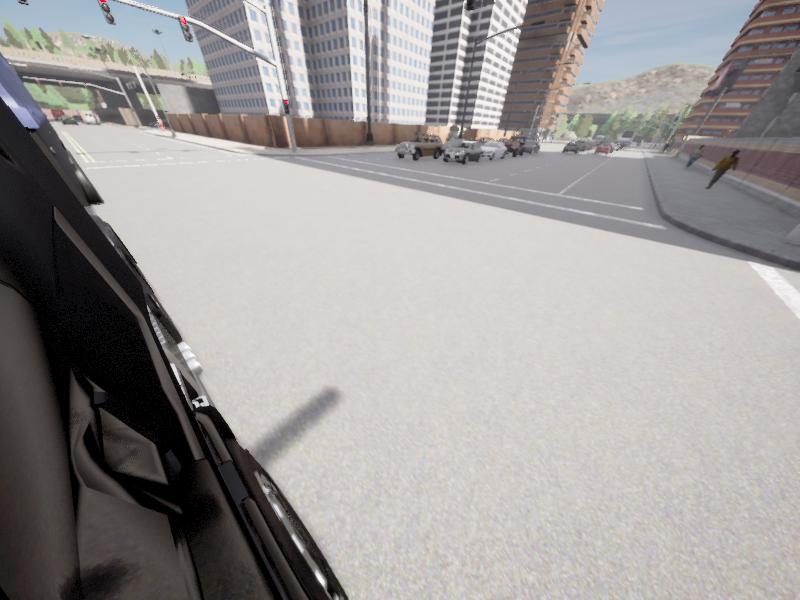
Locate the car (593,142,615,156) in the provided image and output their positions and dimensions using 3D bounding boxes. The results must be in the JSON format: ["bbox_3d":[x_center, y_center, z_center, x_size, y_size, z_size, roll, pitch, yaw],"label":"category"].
[{"bbox_3d":[30.963,-22.941,35.025,1.789,1.549,3.705,28,44,30],"label":"car"}]

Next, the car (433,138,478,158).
[{"bbox_3d":[5.757,-15.699,23.775,2.163,1.488,4.792,28,44,30],"label":"car"}]

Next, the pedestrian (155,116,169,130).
[{"bbox_3d":[-40.091,-29.801,38.953,0.751,1.860,0.751,21,41,23],"label":"pedestrian"}]

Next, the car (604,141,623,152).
[{"bbox_3d":[43.738,-31.497,47.301,2.242,1.667,4.611,29,44,30],"label":"car"}]

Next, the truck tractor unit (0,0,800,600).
[{"bbox_3d":[-2.645,-0.295,0.351,6.516,4.208,3.053,28,44,30],"label":"truck tractor unit"}]

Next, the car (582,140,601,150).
[{"bbox_3d":[39.101,-31.611,47.163,2.007,1.525,4.514,29,44,30],"label":"car"}]

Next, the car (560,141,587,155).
[{"bbox_3d":[26.019,-22.838,34.603,2.128,1.511,4.902,28,44,30],"label":"car"}]

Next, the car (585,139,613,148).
[{"bbox_3d":[52.109,-41.065,60.626,5.366,1.575,1.801,28,44,30],"label":"car"}]

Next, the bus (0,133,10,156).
[{"bbox_3d":[-26.015,-10.141,11.977,10.273,4.253,3.944,28,44,30],"label":"bus"}]

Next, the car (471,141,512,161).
[{"bbox_3d":[9.004,-14.636,22.595,1.812,1.442,4.674,29,44,30],"label":"car"}]

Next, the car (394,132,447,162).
[{"bbox_3d":[1.800,-13.165,19.800,1.932,1.855,4.605,30,45,32],"label":"car"}]

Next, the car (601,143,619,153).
[{"bbox_3d":[38.713,-28.035,42.551,1.895,1.301,4.718,29,44,30],"label":"car"}]

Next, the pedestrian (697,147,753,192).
[{"bbox_3d":[16.387,-6.636,11.741,0.751,1.860,0.751,31,45,32],"label":"pedestrian"}]

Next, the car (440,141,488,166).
[{"bbox_3d":[5.304,-12.158,19.016,1.970,1.475,3.806,29,44,30],"label":"car"}]

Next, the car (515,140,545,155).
[{"bbox_3d":[17.101,-20.081,30.355,1.837,1.490,4.892,29,44,30],"label":"car"}]

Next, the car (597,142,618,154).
[{"bbox_3d":[34.713,-25.424,38.651,1.970,1.475,3.806,28,44,30],"label":"car"}]

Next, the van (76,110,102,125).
[{"bbox_3d":[-69.309,-40.635,51.450,6.366,2.431,2.351,28,44,30],"label":"van"}]

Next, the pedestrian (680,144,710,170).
[{"bbox_3d":[25.565,-12.426,20.069,0.751,1.860,0.751,30,45,32],"label":"pedestrian"}]

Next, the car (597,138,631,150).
[{"bbox_3d":[52.379,-38.377,56.636,5.566,2.045,2.150,28,44,30],"label":"car"}]

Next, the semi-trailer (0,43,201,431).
[{"bbox_3d":[-8.691,-3.612,4.233,14.254,4.402,2.717,28,44,30],"label":"semi-trailer"}]

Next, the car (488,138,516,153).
[{"bbox_3d":[13.957,-21.192,31.653,1.816,1.474,4.193,29,44,30],"label":"car"}]

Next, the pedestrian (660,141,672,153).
[{"bbox_3d":[50.863,-29.232,44.169,0.751,1.860,0.751,28,43,29],"label":"pedestrian"}]

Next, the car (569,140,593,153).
[{"bbox_3d":[30.406,-25.823,38.779,2.033,1.649,4.856,29,44,30],"label":"car"}]

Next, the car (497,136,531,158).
[{"bbox_3d":[12.958,-17.460,26.252,1.905,1.878,3.866,28,44,30],"label":"car"}]

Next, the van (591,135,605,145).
[{"bbox_3d":[66.373,-53.527,77.338,1.988,2.561,5.915,29,44,30],"label":"van"}]

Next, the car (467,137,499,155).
[{"bbox_3d":[9.944,-18.558,27.762,1.851,1.617,3.988,29,44,30],"label":"car"}]
